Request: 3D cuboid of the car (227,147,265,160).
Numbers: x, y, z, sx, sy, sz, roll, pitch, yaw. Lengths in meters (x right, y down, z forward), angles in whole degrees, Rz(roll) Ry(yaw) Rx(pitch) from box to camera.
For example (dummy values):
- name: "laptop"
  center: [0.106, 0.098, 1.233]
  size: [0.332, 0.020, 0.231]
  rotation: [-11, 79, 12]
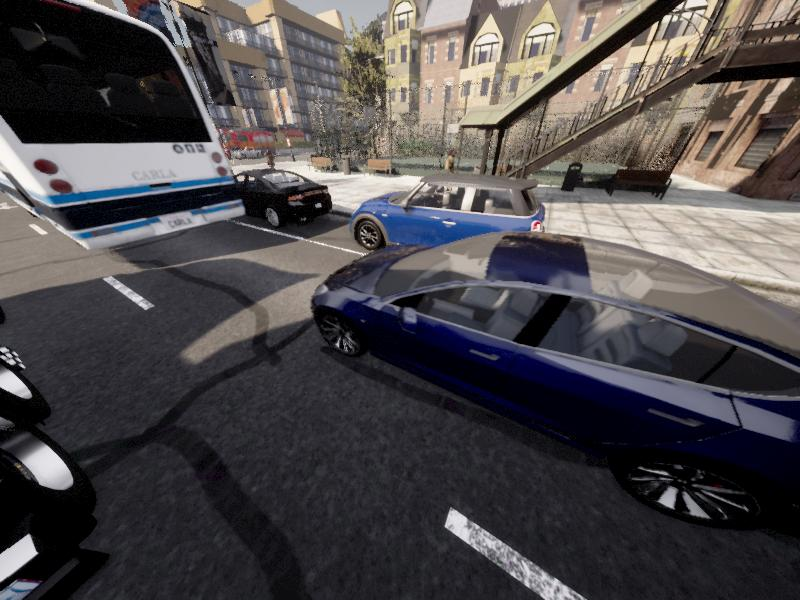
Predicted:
- name: "car"
  center: [-22.201, -21.300, 33.503]
  size: [1.970, 1.475, 3.806]
  rotation: [18, 39, 24]

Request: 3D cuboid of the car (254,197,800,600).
- name: "car"
  center: [1.133, 0.094, 2.571]
  size: [4.792, 1.488, 2.163]
  rotation: [18, 39, 24]

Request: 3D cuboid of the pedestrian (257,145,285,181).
- name: "pedestrian"
  center: [-7.893, -8.415, 14.228]
  size: [0.751, 1.860, 0.751]
  rotation: [6, 35, 9]

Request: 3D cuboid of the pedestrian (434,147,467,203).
- name: "pedestrian"
  center: [1.985, -4.989, 9.236]
  size: [0.751, 1.860, 0.751]
  rotation: [-29, 44, -34]

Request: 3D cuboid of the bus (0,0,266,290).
- name: "bus"
  center: [-9.567, -4.395, 6.672]
  size: [10.273, 4.253, 3.944]
  rotation: [19, 39, 25]

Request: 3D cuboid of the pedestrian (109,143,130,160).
- name: "pedestrian"
  center: [-36.526, -19.330, 30.112]
  size: [0.751, 1.860, 0.751]
  rotation: [6, 35, 9]

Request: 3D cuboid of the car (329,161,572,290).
- name: "car"
  center: [0.969, -2.086, 5.438]
  size: [4.553, 1.767, 2.185]
  rotation: [18, 39, 24]

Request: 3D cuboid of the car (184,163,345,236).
- name: "car"
  center: [-4.670, -3.725, 8.052]
  size: [5.008, 1.535, 2.097]
  rotation: [18, 39, 24]

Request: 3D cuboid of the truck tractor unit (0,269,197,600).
- name: "truck tractor unit"
  center: [-5.119, -0.293, 0.773]
  size: [6.516, 4.208, 3.053]
  rotation: [18, 39, 24]

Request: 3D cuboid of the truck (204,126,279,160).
- name: "truck"
  center: [-24.096, -24.417, 35.942]
  size: [2.891, 3.827, 8.468]
  rotation: [18, 39, 24]
